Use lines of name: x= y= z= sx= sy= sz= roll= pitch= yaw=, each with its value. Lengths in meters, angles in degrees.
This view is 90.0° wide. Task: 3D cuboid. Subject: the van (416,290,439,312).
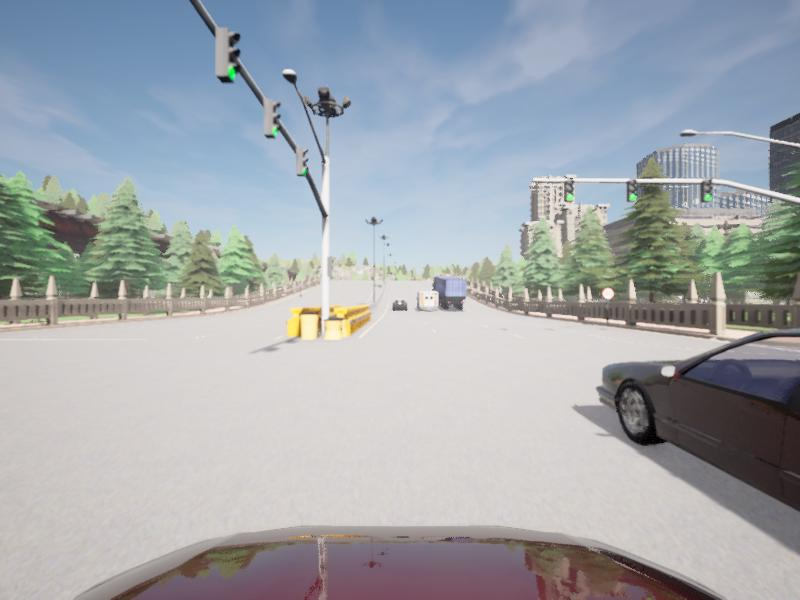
van: x=3.514 y=0.068 z=52.398 sx=2.351 sy=2.431 sz=6.366 roll=0 pitch=3 yaw=-1

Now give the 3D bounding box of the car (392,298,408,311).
car: x=-0.031 y=0.511 z=53.041 sx=1.970 sy=1.475 sz=3.806 roll=0 pitch=3 yaw=0

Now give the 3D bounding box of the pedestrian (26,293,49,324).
pedestrian: x=-22.220 y=0.523 z=24.535 sx=0.751 sy=1.860 sz=0.751 roll=0 pitch=0 yaw=0

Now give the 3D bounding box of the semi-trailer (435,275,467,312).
semi-trailer: x=6.967 y=-1.261 z=57.060 sx=2.717 sy=4.402 sz=14.254 roll=0 pitch=5 yaw=0

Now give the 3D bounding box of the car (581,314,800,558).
car: x=3.501 y=0.899 z=2.823 sx=2.033 sy=1.411 sz=5.357 roll=0 pitch=0 yaw=0

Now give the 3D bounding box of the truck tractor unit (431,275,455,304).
truck tractor unit: x=6.903 y=-1.835 z=64.935 sx=3.053 sy=4.208 sz=6.516 roll=-1 pitch=6 yaw=0
